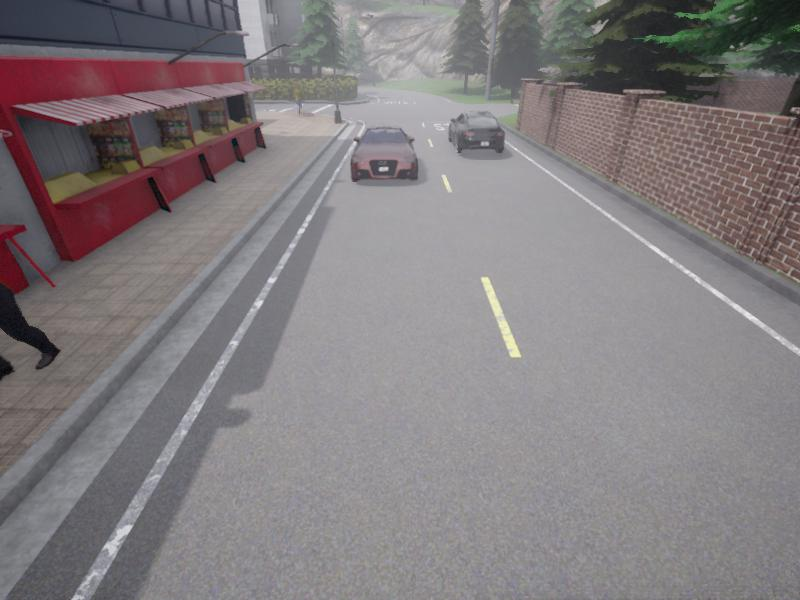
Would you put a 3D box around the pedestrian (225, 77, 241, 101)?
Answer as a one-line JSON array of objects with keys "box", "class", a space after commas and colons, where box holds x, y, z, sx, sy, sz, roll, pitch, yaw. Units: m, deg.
[{"box": [-14.946, -18.931, 35.860, 0.751, 1.860, 0.751, 3, 30, 6], "class": "pedestrian"}]

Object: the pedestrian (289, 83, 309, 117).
[{"box": [-6.320, -12.487, 25.012, 0.751, 1.860, 0.751, -20, 36, -31], "class": "pedestrian"}]

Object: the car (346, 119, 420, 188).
[{"box": [-0.501, -4.882, 13.008, 1.994, 1.385, 4.181, -1, 30, -1], "class": "car"}]

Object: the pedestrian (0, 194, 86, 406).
[{"box": [-3.990, 0.012, 3.793, 0.751, 1.860, 0.751, 5, 31, 8], "class": "pedestrian"}]

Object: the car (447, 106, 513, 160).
[{"box": [3.148, -7.107, 16.741, 1.812, 1.442, 4.674, 0, 30, 0], "class": "car"}]
